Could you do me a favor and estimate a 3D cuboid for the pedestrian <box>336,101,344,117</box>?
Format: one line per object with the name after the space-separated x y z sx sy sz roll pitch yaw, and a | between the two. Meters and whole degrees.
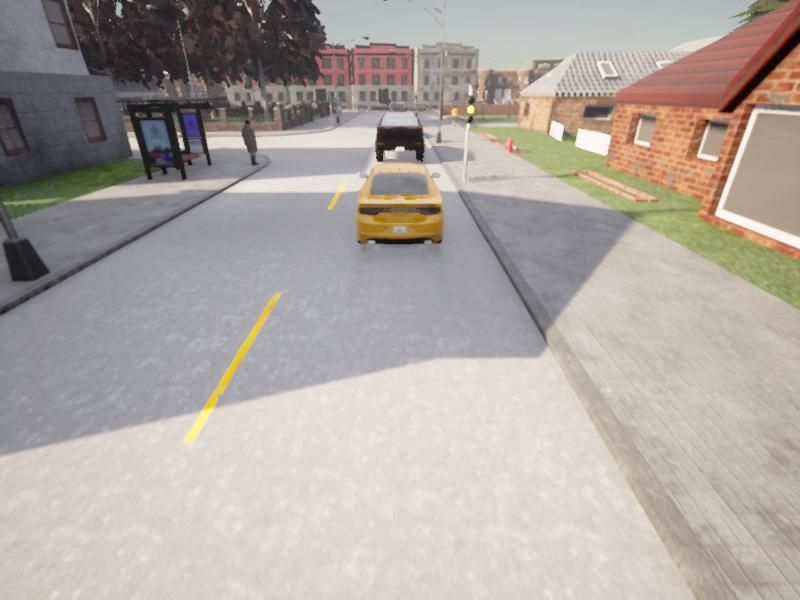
-7.940 -25.275 53.005 0.751 1.860 0.751 1 27 3 | pedestrian

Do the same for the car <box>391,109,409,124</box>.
-0.020 -20.300 44.265 1.895 1.301 4.718 0 27 0 | car

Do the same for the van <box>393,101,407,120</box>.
-0.016 -24.152 50.942 1.775 1.987 4.442 0 27 0 | van

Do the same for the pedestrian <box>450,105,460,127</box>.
5.058 -16.958 36.905 0.751 1.860 0.751 1 27 2 | pedestrian

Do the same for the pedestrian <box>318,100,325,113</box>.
-12.725 -31.500 65.029 0.751 1.860 0.751 1 27 2 | pedestrian

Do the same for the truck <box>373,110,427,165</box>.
-0.008 -8.673 20.973 2.390 2.098 6.274 0 27 0 | truck

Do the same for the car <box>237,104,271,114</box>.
-25.120 -32.911 69.014 4.902 1.511 2.128 0 27 0 | car

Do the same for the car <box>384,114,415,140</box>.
-0.009 -13.126 30.199 2.128 1.511 4.902 0 27 0 | car

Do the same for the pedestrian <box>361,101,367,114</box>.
-5.760 -30.887 64.040 0.751 1.860 0.751 1 27 2 | pedestrian

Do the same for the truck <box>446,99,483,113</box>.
11.615 -35.129 72.406 6.274 2.098 2.390 0 27 0 | truck

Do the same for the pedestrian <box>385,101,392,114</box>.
-1.796 -30.117 62.536 0.751 1.860 0.751 10 29 18 | pedestrian

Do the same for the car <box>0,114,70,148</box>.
-24.032 -10.604 25.047 4.605 1.855 1.932 0 27 0 | car

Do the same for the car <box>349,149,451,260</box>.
-0.005 -2.644 9.958 1.882 1.535 5.008 0 27 0 | car

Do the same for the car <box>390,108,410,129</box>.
-0.011 -17.496 38.517 1.851 1.617 3.988 0 27 0 | car

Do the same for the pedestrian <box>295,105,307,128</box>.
-9.067 -16.748 36.567 0.751 1.860 0.751 -1 27 -2 | pedestrian

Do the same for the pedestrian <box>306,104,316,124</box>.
-9.254 -19.404 41.690 0.751 1.860 0.751 -1 27 -1 | pedestrian

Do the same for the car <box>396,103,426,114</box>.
1.937 -34.630 72.319 5.027 1.651 2.152 -9 29 -17 | car

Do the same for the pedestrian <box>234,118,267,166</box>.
-6.567 -6.945 17.615 0.751 1.860 0.751 12 30 21 | pedestrian

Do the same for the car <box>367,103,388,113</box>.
-4.049 -34.857 72.532 3.705 1.549 1.789 0 27 0 | car
